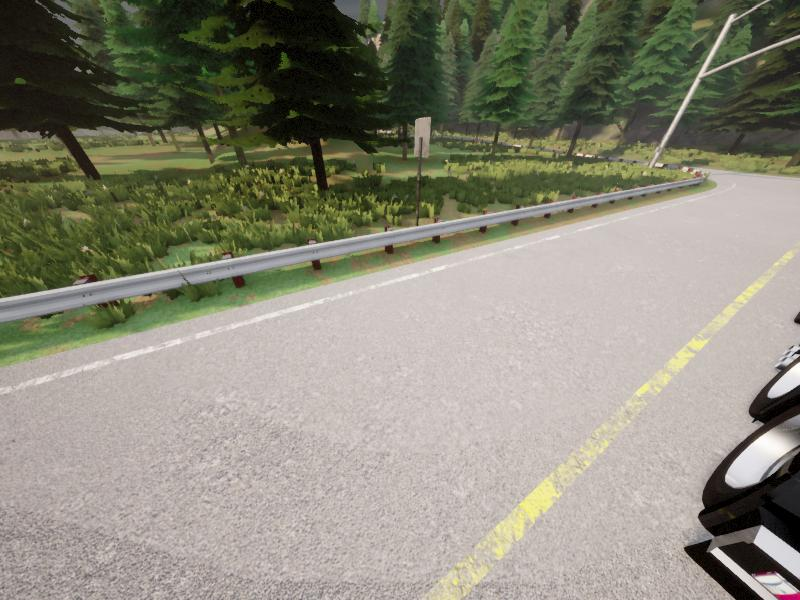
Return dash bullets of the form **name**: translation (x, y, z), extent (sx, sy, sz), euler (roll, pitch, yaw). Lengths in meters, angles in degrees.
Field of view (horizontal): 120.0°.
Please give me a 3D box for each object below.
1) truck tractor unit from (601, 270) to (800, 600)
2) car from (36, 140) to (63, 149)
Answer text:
- **truck tractor unit**: translation (5.120, -0.292, 0.768), extent (6.516, 4.208, 3.053), euler (-18, 39, -24)
- **car**: translation (-87.386, -38.848, 57.589), extent (3.866, 1.878, 1.905), euler (9, 36, 13)
